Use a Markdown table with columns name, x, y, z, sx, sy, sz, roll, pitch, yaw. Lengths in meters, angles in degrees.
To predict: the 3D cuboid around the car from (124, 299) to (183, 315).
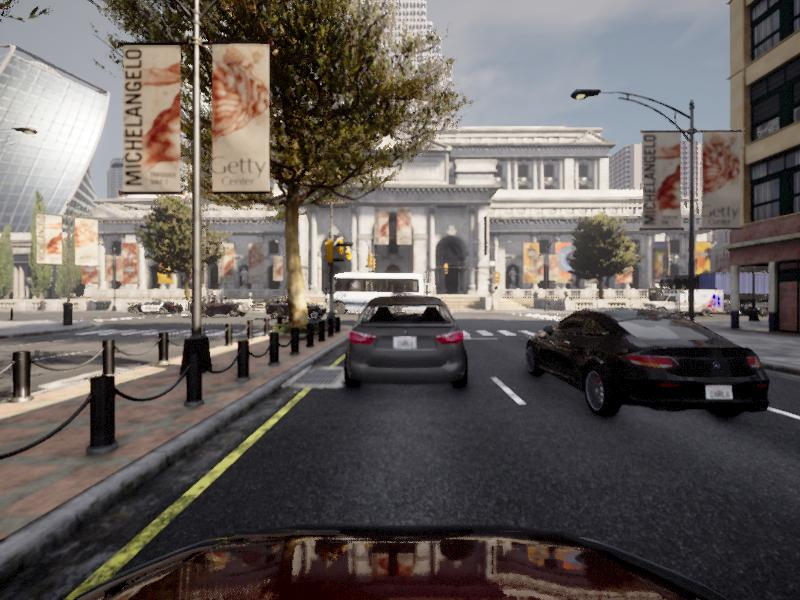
| name | x | y | z | sx | sy | sz | roll | pitch | yaw |
| --- | --- | --- | --- | --- | --- | --- | --- | --- | --- |
| car | -25.597 | 0.721 | 41.653 | 4.974 | 1.542 | 2.038 | 0 | 0 | 2 |

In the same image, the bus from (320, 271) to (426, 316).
| name | x | y | z | sx | sy | sz | roll | pitch | yaw |
| --- | --- | --- | --- | --- | --- | --- | --- | --- | --- |
| bus | -2.626 | -0.636 | 41.138 | 10.273 | 4.253 | 3.944 | 1 | 0 | 1 |

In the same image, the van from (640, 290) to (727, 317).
| name | x | y | z | sx | sy | sz | roll | pitch | yaw |
| --- | --- | --- | --- | --- | --- | --- | --- | --- | --- |
| van | 26.215 | 0.276 | 37.159 | 6.366 | 2.431 | 2.351 | 0 | 0 | 1 |

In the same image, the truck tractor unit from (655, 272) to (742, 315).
| name | x | y | z | sx | sy | sz | roll | pitch | yaw |
| --- | --- | --- | --- | --- | --- | --- | --- | --- | --- |
| truck tractor unit | 30.113 | -0.632 | 40.607 | 6.516 | 4.208 | 3.053 | 0 | 0 | 1 |

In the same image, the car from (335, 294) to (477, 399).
| name | x | y | z | sx | sy | sz | roll | pitch | yaw |
| --- | --- | --- | --- | --- | --- | --- | --- | --- | --- |
| car | 0.142 | 0.733 | 8.652 | 2.242 | 1.667 | 4.611 | 0 | 0 | 1 |

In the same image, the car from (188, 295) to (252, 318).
| name | x | y | z | sx | sy | sz | roll | pitch | yaw |
| --- | --- | --- | --- | --- | --- | --- | --- | --- | --- |
| car | -15.482 | 0.566 | 34.529 | 4.605 | 1.855 | 1.932 | -1 | 0 | 1 |

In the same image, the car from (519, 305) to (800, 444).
| name | x | y | z | sx | sy | sz | roll | pitch | yaw |
| --- | --- | --- | --- | --- | --- | --- | --- | --- | --- |
| car | 3.569 | 0.851 | 6.722 | 1.812 | 1.442 | 4.674 | 0 | 0 | 1 |

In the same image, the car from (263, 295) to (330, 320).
| name | x | y | z | sx | sy | sz | roll | pitch | yaw |
| --- | --- | --- | --- | --- | --- | --- | --- | --- | --- |
| car | -7.916 | 0.571 | 30.871 | 4.605 | 1.855 | 1.932 | 0 | 0 | 1 |

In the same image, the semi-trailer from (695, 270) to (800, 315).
| name | x | y | z | sx | sy | sz | roll | pitch | yaw |
| --- | --- | --- | --- | --- | --- | --- | --- | --- | --- |
| semi-trailer | 38.025 | -0.729 | 40.624 | 14.254 | 4.402 | 2.717 | 0 | 0 | 0 |

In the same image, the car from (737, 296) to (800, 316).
| name | x | y | z | sx | sy | sz | roll | pitch | yaw |
| --- | --- | --- | --- | --- | --- | --- | --- | --- | --- |
| car | 34.322 | 0.550 | 36.985 | 4.605 | 1.855 | 1.932 | 0 | 0 | 1 |
